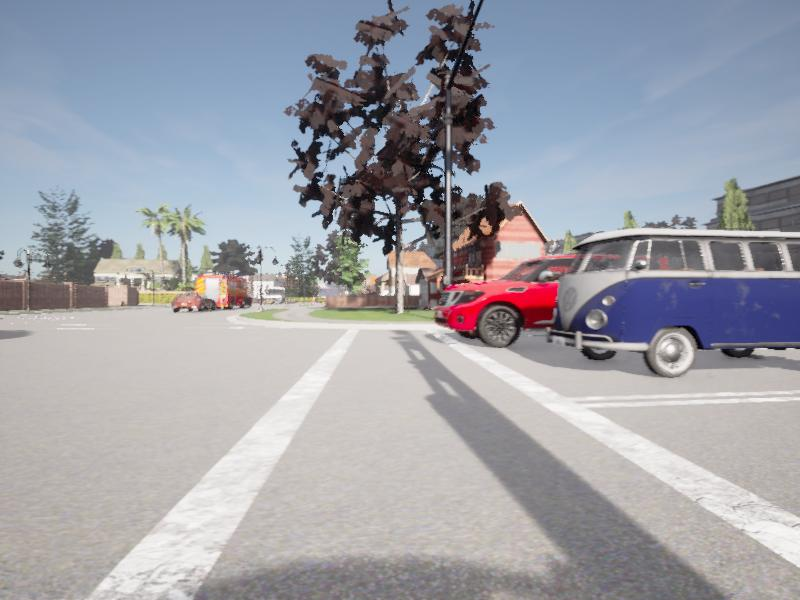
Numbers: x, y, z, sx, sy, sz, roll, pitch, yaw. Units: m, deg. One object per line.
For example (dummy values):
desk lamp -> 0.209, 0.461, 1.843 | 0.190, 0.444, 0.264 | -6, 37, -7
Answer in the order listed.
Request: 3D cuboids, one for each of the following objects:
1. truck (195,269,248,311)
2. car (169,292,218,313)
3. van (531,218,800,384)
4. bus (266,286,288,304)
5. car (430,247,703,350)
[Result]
truck -> -18.188, -0.913, 41.435 | 2.891, 3.827, 8.468 | 0, 0, -9
car -> -16.876, 0.184, 33.022 | 2.152, 1.651, 5.027 | 0, 0, -9
van -> 4.454, 0.007, 5.951 | 4.442, 1.987, 1.775 | 0, 0, -7
bus -> -30.885, -1.103, 101.080 | 3.944, 4.253, 10.273 | 0, 0, -9
car -> 3.649, -0.019, 9.369 | 5.566, 2.045, 2.150 | 0, 0, -7
